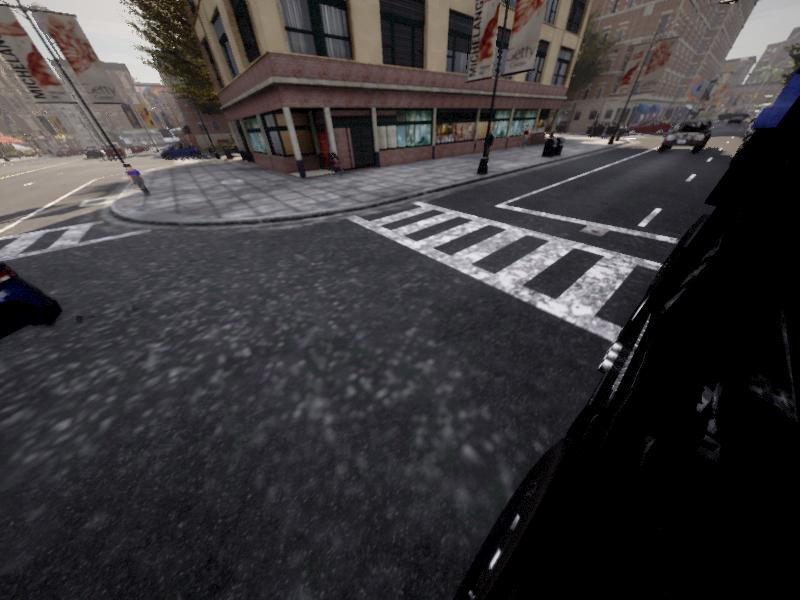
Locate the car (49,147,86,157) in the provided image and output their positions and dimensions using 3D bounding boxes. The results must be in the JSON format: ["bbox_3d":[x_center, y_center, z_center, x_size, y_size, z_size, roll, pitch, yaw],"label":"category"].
[{"bbox_3d":[-67.583,-30.173,47.044,2.002,1.452,4.674,-14,38,-14],"label":"car"}]

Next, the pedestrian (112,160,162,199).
[{"bbox_3d":[-11.011,-5.065,9.740,0.751,1.300,0.751,-22,41,-24],"label":"pedestrian"}]

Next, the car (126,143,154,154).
[{"bbox_3d":[-53.185,-31.100,47.350,2.163,1.488,4.792,-17,39,-19],"label":"car"}]

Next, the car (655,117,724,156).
[{"bbox_3d":[20.093,-11.389,16.031,4.605,1.855,1.932,-28,44,-29],"label":"car"}]

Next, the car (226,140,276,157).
[{"bbox_3d":[-19.382,-19.912,30.232,4.902,1.511,2.128,-29,44,-30],"label":"car"}]

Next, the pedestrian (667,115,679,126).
[{"bbox_3d":[57.207,-37.543,48.355,0.751,1.860,0.751,-27,43,-29],"label":"pedestrian"}]

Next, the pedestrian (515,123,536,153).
[{"bbox_3d":[9.923,-12.834,18.328,0.751,1.860,0.751,-23,41,-25],"label":"pedestrian"}]

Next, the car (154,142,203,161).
[{"bbox_3d":[-27.790,-18.790,29.185,3.988,1.617,1.851,-22,41,-23],"label":"car"}]

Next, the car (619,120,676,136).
[{"bbox_3d":[34.942,-24.408,32.776,5.008,1.535,1.882,10,39,17],"label":"car"}]

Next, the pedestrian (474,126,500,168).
[{"bbox_3d":[4.777,-8.408,12.740,0.751,1.860,0.751,28,47,35],"label":"pedestrian"}]

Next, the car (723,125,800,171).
[{"bbox_3d":[18.502,-7.669,11.494,4.792,1.488,2.163,-28,43,-30],"label":"car"}]

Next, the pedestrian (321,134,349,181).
[{"bbox_3d":[-3.196,-7.013,11.380,0.751,1.860,0.751,-24,42,-26],"label":"pedestrian"}]

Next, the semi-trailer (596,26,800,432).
[{"bbox_3d":[8.819,-3.519,4.107,14.254,4.402,2.717,-27,43,-28],"label":"semi-trailer"}]

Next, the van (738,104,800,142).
[{"bbox_3d":[33.820,-16.115,21.020,6.366,2.431,2.351,-28,43,-30],"label":"van"}]

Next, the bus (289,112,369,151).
[{"bbox_3d":[-10.439,-25.901,35.378,10.273,4.253,3.944,-28,43,-30],"label":"bus"}]

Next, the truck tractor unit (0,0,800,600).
[{"bbox_3d":[2.645,-0.295,0.351,6.516,4.208,3.053,-28,44,-30],"label":"truck tractor unit"}]

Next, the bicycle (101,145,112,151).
[{"bbox_3d":[-81.404,-42.194,64.116,1.643,1.024,0.373,-28,34,-30],"label":"bicycle"}]

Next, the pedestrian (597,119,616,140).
[{"bbox_3d":[23.243,-19.239,26.044,0.751,1.860,0.751,-28,43,-29],"label":"pedestrian"}]

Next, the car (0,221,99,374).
[{"bbox_3d":[-6.929,0.215,2.574,4.193,1.474,1.816,-1,37,2],"label":"car"}]

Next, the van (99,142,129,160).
[{"bbox_3d":[-42.340,-22.150,34.281,1.775,1.987,4.442,-29,44,-30],"label":"van"}]

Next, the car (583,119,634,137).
[{"bbox_3d":[28.989,-24.043,32.380,1.932,1.855,4.605,-25,42,-27],"label":"car"}]

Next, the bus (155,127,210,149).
[{"bbox_3d":[-57.232,-43.134,61.369,3.944,4.253,10.273,0,37,4],"label":"bus"}]

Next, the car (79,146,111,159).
[{"bbox_3d":[-50.942,-24.779,38.713,2.038,1.542,4.974,-25,42,-28],"label":"car"}]
